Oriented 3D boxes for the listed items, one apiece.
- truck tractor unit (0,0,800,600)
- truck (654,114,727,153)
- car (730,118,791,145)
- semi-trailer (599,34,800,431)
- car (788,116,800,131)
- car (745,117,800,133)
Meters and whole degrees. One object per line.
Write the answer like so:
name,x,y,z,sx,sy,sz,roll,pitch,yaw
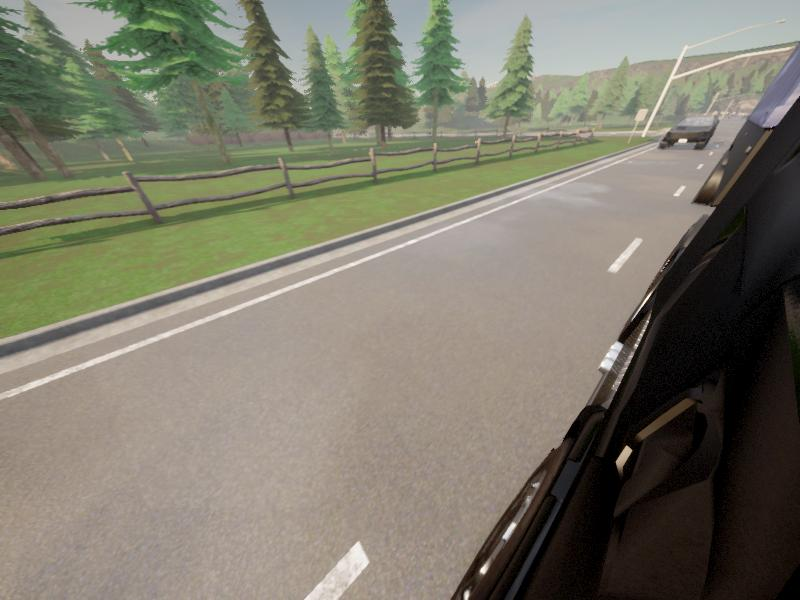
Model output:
truck tractor unit,2.645,-0.295,0.351,6.516,4.208,3.053,-28,44,-30
truck,22.759,-13.061,18.045,6.274,2.098,2.390,-29,44,-30
car,31.311,-14.754,20.199,5.027,1.651,2.152,-28,44,-30
semi-trailer,8.656,-3.621,4.288,14.254,4.402,2.717,-29,44,-30
car,51.578,-21.535,28.069,2.033,1.649,4.856,11,39,18
car,47.811,-22.433,29.581,2.038,1.542,4.974,16,41,22
